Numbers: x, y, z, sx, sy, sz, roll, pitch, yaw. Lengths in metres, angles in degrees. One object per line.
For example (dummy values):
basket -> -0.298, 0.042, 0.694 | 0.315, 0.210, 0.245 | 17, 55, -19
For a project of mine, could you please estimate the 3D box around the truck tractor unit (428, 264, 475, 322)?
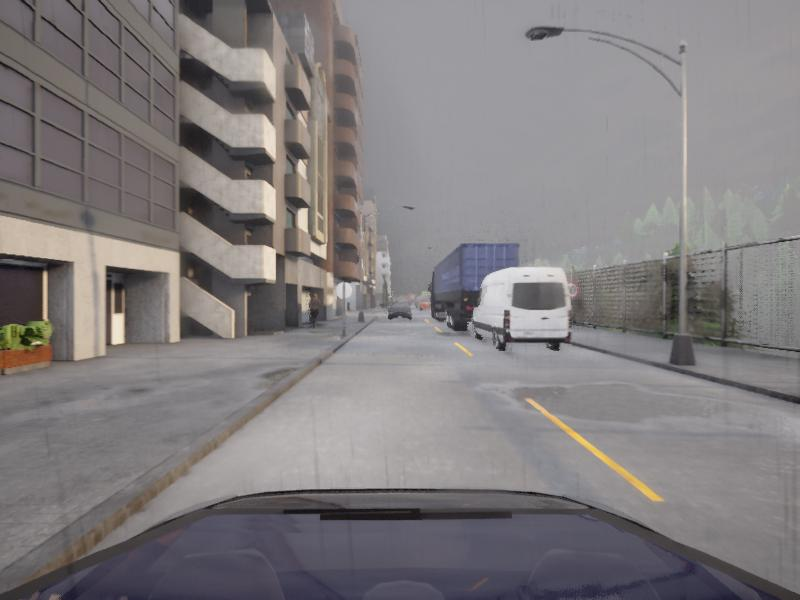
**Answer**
truck tractor unit -> 4.007, -0.527, 32.608 | 3.053, 4.208, 6.516 | 0, 0, 0

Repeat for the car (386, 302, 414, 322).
car -> 0.062, 0.891, 32.157 | 2.033, 1.411, 5.357 | 0, 0, 1

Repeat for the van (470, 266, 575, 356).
van -> 4.004, 0.321, 14.374 | 1.988, 2.561, 5.915 | 0, 0, 0

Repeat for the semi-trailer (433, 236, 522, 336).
semi-trailer -> 4.005, -0.621, 24.692 | 2.717, 4.402, 14.254 | 0, 0, 0

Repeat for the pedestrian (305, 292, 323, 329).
pedestrian -> -4.454, 0.531, 20.683 | 0.751, 1.860, 0.751 | 0, 0, 1
